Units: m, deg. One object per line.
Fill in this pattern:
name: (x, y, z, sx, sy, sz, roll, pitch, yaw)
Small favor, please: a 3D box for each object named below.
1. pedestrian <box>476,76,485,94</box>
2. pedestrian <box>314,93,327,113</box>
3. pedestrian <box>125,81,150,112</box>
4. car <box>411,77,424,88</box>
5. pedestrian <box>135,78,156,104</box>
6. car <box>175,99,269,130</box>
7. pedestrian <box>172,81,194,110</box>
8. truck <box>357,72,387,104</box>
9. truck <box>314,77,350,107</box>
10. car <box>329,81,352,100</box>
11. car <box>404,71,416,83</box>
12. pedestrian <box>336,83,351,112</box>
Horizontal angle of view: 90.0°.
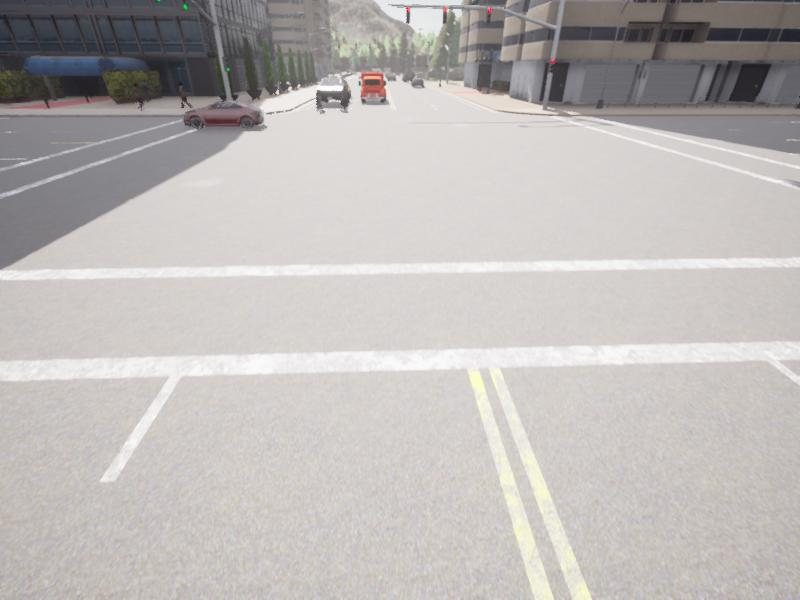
pedestrian: (9.781, -26.147, 48.590, 0.751, 1.860, 0.751, -2, 30, -4)
pedestrian: (-5.839, -14.461, 29.337, 0.751, 1.300, 0.751, -2, 30, -5)
pedestrian: (-18.317, -14.214, 27.951, 0.751, 1.860, 0.751, -6, 31, -11)
car: (2.901, -36.187, 66.455, 1.812, 1.442, 4.674, -1, 30, -2)
pedestrian: (-21.646, -17.787, 34.024, 0.751, 1.860, 0.751, 11, 32, 18)
car: (-9.754, -10.348, 22.255, 4.181, 1.385, 1.994, -1, 30, -3)
pedestrian: (-15.819, -14.943, 29.219, 0.751, 1.860, 0.751, -1, 30, -2)
truck: (-2.623, -20.475, 38.535, 2.627, 2.467, 5.204, -1, 30, -2)
truck: (-5.998, -18.762, 35.946, 2.390, 2.098, 6.274, -1, 30, -2)
car: (-6.305, -22.493, 42.833, 1.801, 1.575, 5.366, -1, 30, -2)
car: (1.979, -46.641, 83.671, 2.150, 2.045, 5.566, -1, 30, -2)
pedestrian: (-4.244, -15.298, 30.228, 0.751, 1.860, 0.751, 7, 31, 11)
